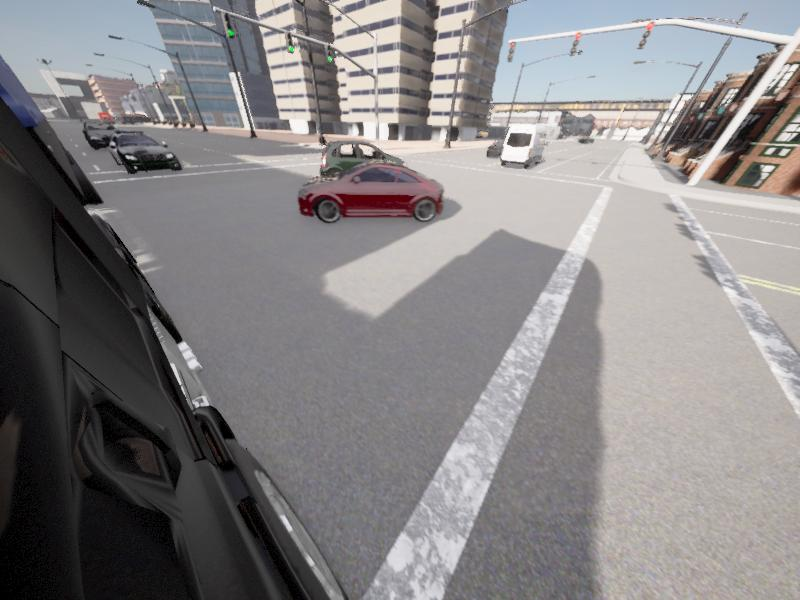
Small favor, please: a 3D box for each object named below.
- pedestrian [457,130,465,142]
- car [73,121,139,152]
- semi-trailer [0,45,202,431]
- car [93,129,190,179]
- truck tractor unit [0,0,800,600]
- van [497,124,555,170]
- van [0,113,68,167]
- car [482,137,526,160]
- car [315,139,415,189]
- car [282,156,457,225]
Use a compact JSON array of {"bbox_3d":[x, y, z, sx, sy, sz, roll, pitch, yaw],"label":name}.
[{"bbox_3d":[11.892,-31.977,45.131,0.751,1.860,0.751,-19,42,-26],"label":"pedestrian"},{"bbox_3d":[-22.431,-12.533,17.617,4.611,1.667,2.242,28,44,30],"label":"car"},{"bbox_3d":[-8.703,-3.594,4.234,14.254,4.402,2.717,28,44,30],"label":"semi-trailer"},{"bbox_3d":[-12.718,-7.306,11.337,4.974,1.542,2.038,28,44,30],"label":"car"},{"bbox_3d":[-2.645,-0.295,0.351,6.516,4.208,3.053,28,44,30],"label":"truck tractor unit"},{"bbox_3d":[9.850,-11.898,17.882,1.988,2.561,5.915,26,43,28],"label":"van"},{"bbox_3d":[-19.794,-8.510,12.157,4.442,1.987,1.775,28,44,30],"label":"van"},{"bbox_3d":[10.314,-14.994,22.769,1.930,1.638,5.238,28,44,30],"label":"car"},{"bbox_3d":[-1.564,-6.124,10.340,3.988,1.617,1.851,-9,38,-15],"label":"car"},{"bbox_3d":[-0.781,-3.240,6.752,4.181,1.385,1.994,-2,37,-6],"label":"car"}]
